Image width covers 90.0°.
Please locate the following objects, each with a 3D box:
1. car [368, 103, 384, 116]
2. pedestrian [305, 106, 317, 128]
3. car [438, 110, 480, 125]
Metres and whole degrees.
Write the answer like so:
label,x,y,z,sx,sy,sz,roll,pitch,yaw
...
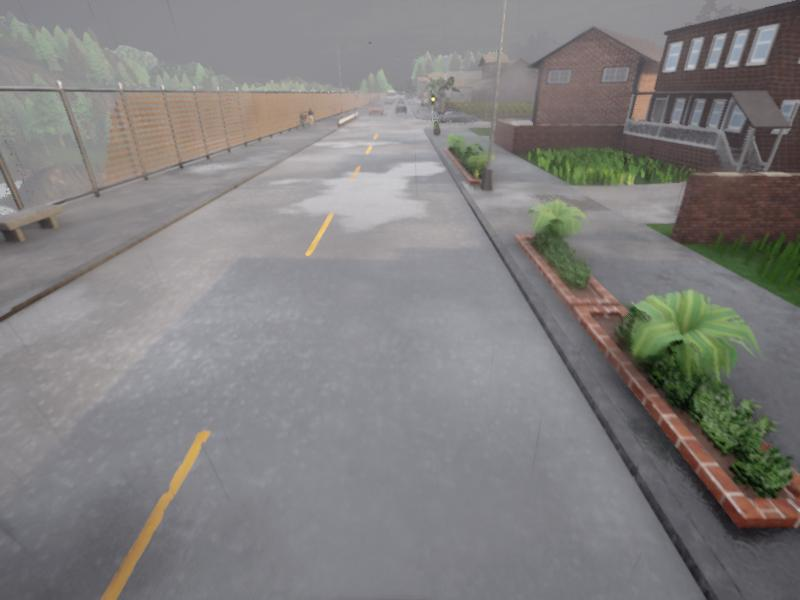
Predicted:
label,x,y,z,sx,sy,sz,roll,pitch,yaw
car,-3.787,-30.363,63.596,2.097,1.767,4.553,0,27,1
pedestrian,-8.600,-17.688,38.676,0.751,1.860,0.751,0,27,1
car,6.441,-20.148,44.169,4.181,1.385,1.994,-4,27,-7
